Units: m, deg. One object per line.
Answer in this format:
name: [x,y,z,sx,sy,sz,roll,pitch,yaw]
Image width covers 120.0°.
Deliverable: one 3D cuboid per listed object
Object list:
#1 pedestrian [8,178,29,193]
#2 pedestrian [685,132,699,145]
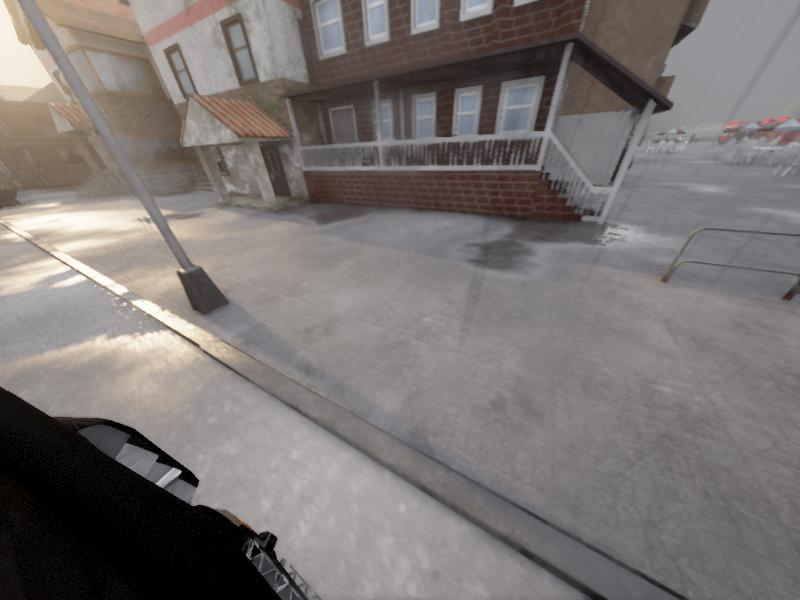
pedestrian: [-34.940,-10.487,21.160,0.500,1.100,0.500,21,40,31]
pedestrian: [52.158,-28.806,41.289,0.751,1.860,0.751,-19,37,-23]
